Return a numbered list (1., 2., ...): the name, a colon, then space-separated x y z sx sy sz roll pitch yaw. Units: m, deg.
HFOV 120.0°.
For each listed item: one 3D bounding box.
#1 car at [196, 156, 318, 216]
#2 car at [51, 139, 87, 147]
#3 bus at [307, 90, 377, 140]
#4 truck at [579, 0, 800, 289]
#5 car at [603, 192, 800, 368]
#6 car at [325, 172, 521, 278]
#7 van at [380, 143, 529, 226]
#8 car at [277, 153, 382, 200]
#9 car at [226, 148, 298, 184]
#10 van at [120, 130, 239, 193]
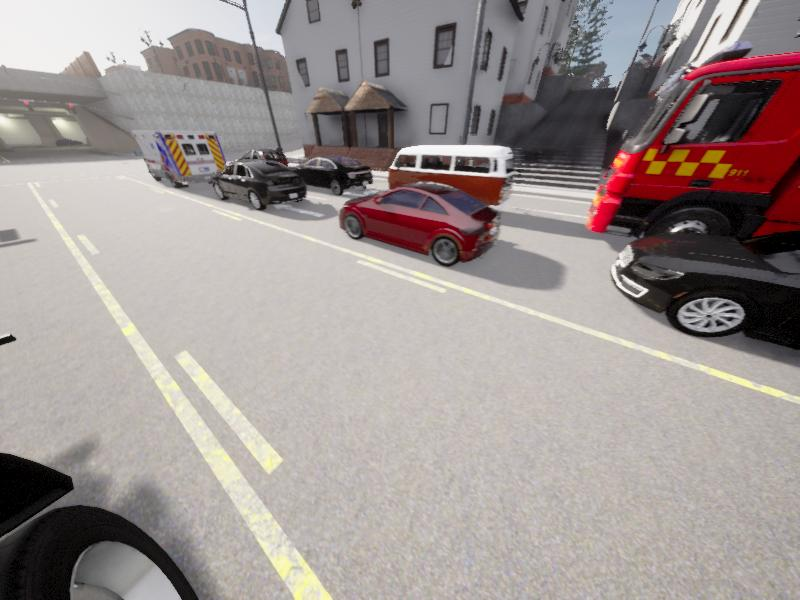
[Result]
1. car: -5.813 -4.787 9.342 4.892 1.490 1.837 22 41 28
2. car: -80.517 -38.340 56.331 2.152 1.651 5.027 -5 36 -7
3. bus: -8.700 -29.513 36.736 3.944 4.253 10.273 22 54 27
4. truck: 8.877 -2.197 3.788 8.468 3.827 2.891 22 41 28
5. car: 5.793 -0.036 2.717 4.892 1.490 1.837 22 41 28
6. car: 0.375 -2.188 5.826 4.181 1.385 1.994 24 41 29
7. van: 1.731 -4.388 8.372 4.480 2.038 2.069 22 41 28
8. car: -3.537 -6.324 11.526 4.902 1.511 2.128 22 41 28
9. car: -8.600 -8.444 14.400 3.988 1.617 1.851 22 41 28
10. van: -12.110 -7.752 12.675 6.366 2.431 2.351 22 41 28
